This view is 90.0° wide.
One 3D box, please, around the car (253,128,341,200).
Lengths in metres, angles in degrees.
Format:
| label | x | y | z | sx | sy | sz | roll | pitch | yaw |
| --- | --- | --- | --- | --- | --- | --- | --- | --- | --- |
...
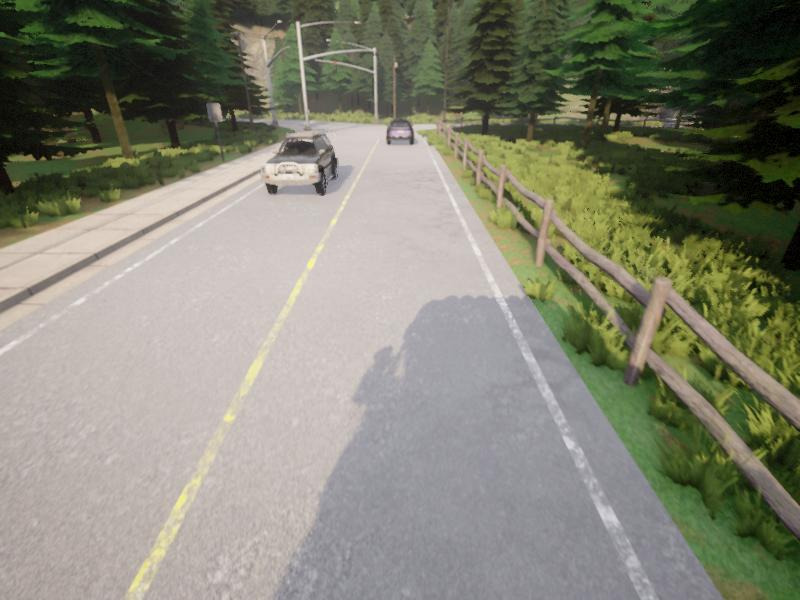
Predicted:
| label | x | y | z | sx | sy | sz | roll | pitch | yaw |
| --- | --- | --- | --- | --- | --- | --- | --- | --- | --- |
| car | -3.517 | -5.126 | 14.658 | 1.932 | 1.855 | 4.605 | 0 | 27 | 0 |

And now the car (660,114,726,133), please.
| label | x | y | z | sx | sy | sz | roll | pitch | yaw |
| --- | --- | --- | --- | --- | --- | --- | --- | --- | --- |
| car | 28.081 | -16.996 | 38.423 | 4.674 | 1.442 | 1.812 | 22 | 34 | 36 |

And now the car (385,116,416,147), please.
| label | x | y | z | sx | sy | sz | roll | pitch | yaw |
| --- | --- | --- | --- | --- | --- | --- | --- | --- | --- |
| car | -0.024 | -12.214 | 28.807 | 2.033 | 1.649 | 4.856 | -1 | 27 | -2 |
